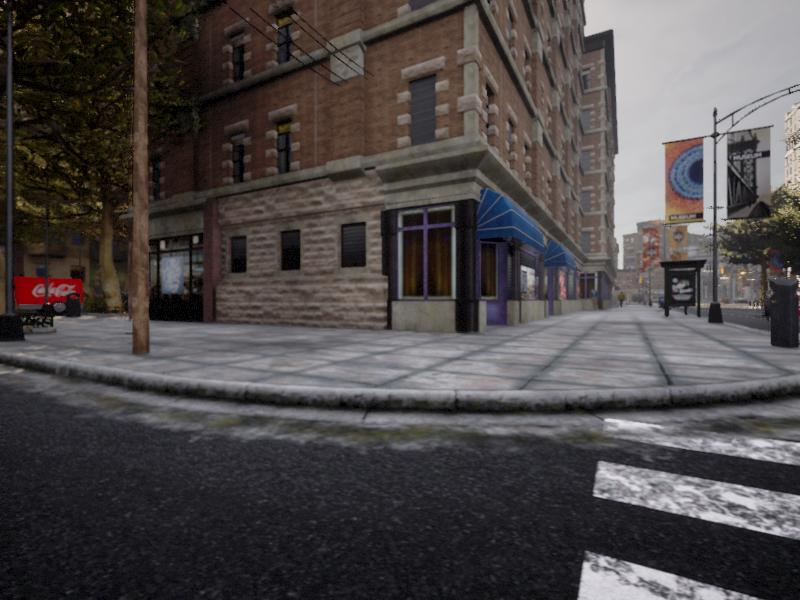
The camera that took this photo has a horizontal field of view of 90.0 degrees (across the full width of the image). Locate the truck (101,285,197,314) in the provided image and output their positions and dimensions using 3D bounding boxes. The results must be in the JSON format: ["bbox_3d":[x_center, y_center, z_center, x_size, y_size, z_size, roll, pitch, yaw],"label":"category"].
[{"bbox_3d":[-20.180,-0.051,32.572,2.390,2.098,6.274,0,0,29],"label":"truck"}]

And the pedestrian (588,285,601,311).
[{"bbox_3d":[14.099,-0.111,29.001,0.751,1.860,0.751,0,0,30],"label":"pedestrian"}]

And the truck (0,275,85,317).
[{"bbox_3d":[-24.004,-0.237,25.766,2.627,2.467,5.204,0,0,30],"label":"truck"}]

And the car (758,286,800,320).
[{"bbox_3d":[21.082,0.158,21.171,2.242,1.667,4.611,0,0,29],"label":"car"}]
